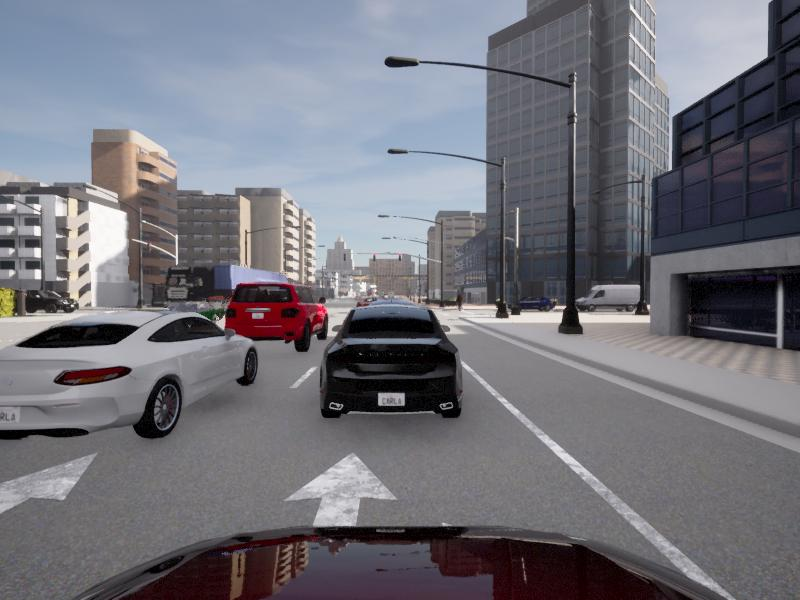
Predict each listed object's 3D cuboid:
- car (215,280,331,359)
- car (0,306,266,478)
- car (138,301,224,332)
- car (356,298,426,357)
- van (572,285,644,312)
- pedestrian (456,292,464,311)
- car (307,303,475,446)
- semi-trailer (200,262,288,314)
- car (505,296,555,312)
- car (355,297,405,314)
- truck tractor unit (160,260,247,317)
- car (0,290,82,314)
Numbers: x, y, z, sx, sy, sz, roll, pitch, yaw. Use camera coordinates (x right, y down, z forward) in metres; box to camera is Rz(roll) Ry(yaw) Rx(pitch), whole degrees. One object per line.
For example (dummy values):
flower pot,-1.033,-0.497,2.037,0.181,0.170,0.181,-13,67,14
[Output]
car,-3.796,0.479,13.206,2.150,2.045,5.566,0,1,-1
car,-3.631,0.861,5.908,1.812,1.442,4.674,0,0,-1
car,-10.959,0.762,20.491,1.895,1.301,4.718,0,1,-1
car,-0.289,0.737,13.310,1.882,1.535,5.008,0,1,-1
van,19.906,-0.155,38.479,5.915,2.561,1.988,0,1,-1
pedestrian,5.786,0.152,38.713,0.751,1.860,0.751,0,1,8
car,-0.149,0.835,6.827,1.837,1.490,4.892,0,0,-1
semi-trailer,-15.284,-1.127,41.165,2.717,4.402,14.254,0,1,3
car,12.427,0.376,38.379,4.193,1.474,1.816,0,1,-1
car,-1.715,0.442,35.337,4.193,1.474,1.816,0,1,8
truck tractor unit,-16.070,-0.917,33.311,3.053,4.208,6.516,0,1,13
car,-30.852,0.145,34.241,5.566,2.045,2.150,0,1,-1
